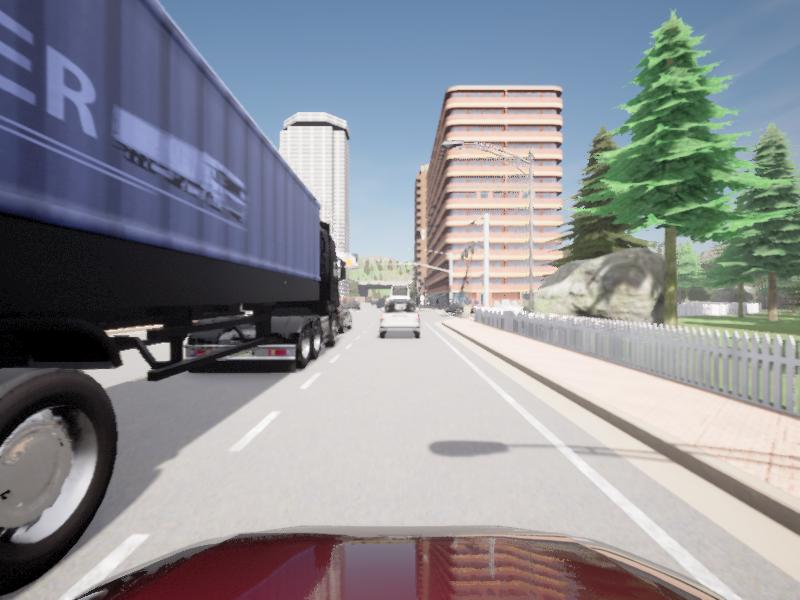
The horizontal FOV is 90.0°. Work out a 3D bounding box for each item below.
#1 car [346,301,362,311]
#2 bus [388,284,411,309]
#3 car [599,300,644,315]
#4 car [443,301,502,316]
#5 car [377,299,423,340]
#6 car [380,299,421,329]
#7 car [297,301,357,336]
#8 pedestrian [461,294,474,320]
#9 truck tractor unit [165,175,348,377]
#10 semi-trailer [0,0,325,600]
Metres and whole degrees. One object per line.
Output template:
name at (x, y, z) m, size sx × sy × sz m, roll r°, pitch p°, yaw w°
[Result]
car at (-6.995, 0.837, 60.996) m, size 1.837 × 1.490 × 4.892 m, roll 0°, pitch 0°, yaw 0°
bus at (-0.117, -0.542, 72.789) m, size 3.944 × 4.253 × 10.273 m, roll 0°, pitch 0°, yaw 0°
car at (24.239, 0.784, 43.753) m, size 4.892 × 1.490 × 1.837 m, roll 0°, pitch 0°, yaw -27°
car at (6.938, 0.836, 38.763) m, size 5.357 × 1.411 × 2.033 m, roll 0°, pitch 0°, yaw 0°
car at (0.002, 0.786, 18.090) m, size 1.851 × 1.617 × 3.988 m, roll 0°, pitch 0°, yaw 0°
car at (0.026, 0.753, 24.342) m, size 2.242 × 1.667 × 4.611 m, roll 0°, pitch 0°, yaw 0°
car at (-3.499, 0.833, 20.190) m, size 2.128 × 1.511 × 4.902 m, roll 0°, pitch 0°, yaw 0°
pedestrian at (4.911, 0.481, 29.166) m, size 0.751 × 1.860 × 0.751 m, roll 0°, pitch 0°, yaw 25°
truck tractor unit at (-3.404, -0.517, 11.613) m, size 3.053 × 4.208 × 6.516 m, roll 0°, pitch 0°, yaw -1°
semi-trailer at (-3.312, -0.618, 3.701) m, size 2.717 × 4.402 × 14.254 m, roll 0°, pitch 0°, yaw -1°
